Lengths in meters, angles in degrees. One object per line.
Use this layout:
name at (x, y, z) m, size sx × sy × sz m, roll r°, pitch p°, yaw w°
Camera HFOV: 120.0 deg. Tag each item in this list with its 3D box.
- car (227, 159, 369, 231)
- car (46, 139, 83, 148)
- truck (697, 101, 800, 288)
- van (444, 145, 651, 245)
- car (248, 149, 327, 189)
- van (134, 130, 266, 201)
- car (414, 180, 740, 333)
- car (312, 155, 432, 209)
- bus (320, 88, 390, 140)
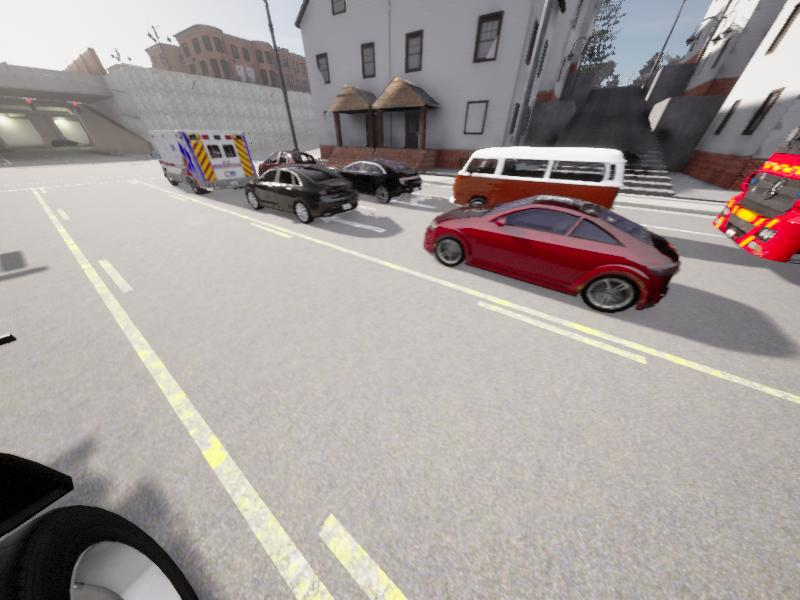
car at (-3.593, -3.884, 8.083) m, size 4.892 × 1.490 × 1.837 m, roll 22°, pitch 41°, yaw 28°
car at (-77.895, -36.506, 53.774) m, size 2.152 × 1.651 × 5.027 m, roll -7°, pitch 36°, yaw -10°
truck at (11.095, -1.293, 2.523) m, size 8.468 × 3.827 × 2.891 m, roll 22°, pitch 41°, yaw 28°
van at (3.950, -3.484, 7.111) m, size 4.480 × 2.038 × 2.069 m, roll 22°, pitch 41°, yaw 28°
car at (-6.378, -7.541, 13.142) m, size 3.988 × 1.617 × 1.851 m, roll 22°, pitch 41°, yaw 28°
van at (-9.889, -6.849, 11.419) m, size 6.366 × 2.431 × 2.351 m, roll 22°, pitch 41°, yaw 28°
car at (2.593, -1.284, 4.564) m, size 4.181 × 1.385 × 1.994 m, roll 24°, pitch 41°, yaw 29°
car at (-1.316, -5.421, 10.266) m, size 4.902 × 1.511 × 2.128 m, roll 22°, pitch 41°, yaw 28°
bus at (-6.469, -28.610, 35.477) m, size 3.944 × 4.253 × 10.273 m, roll 22°, pitch 54°, yaw 27°
